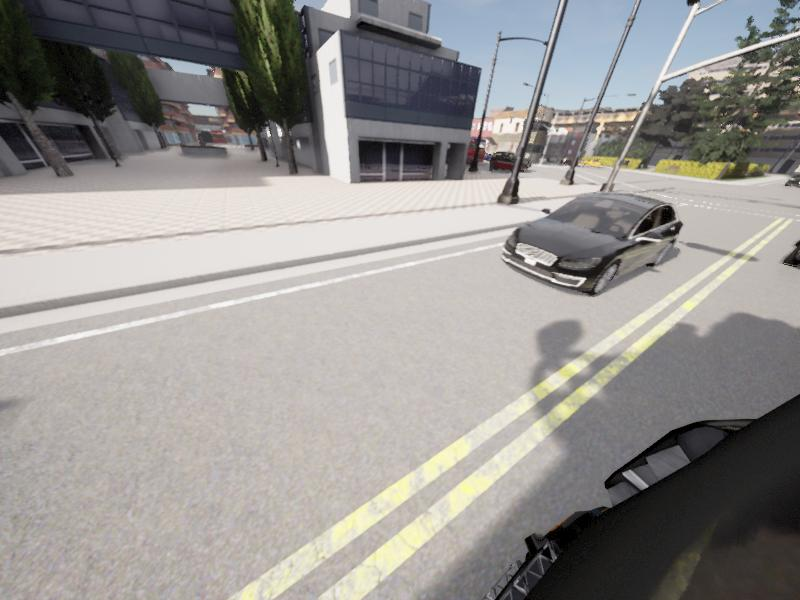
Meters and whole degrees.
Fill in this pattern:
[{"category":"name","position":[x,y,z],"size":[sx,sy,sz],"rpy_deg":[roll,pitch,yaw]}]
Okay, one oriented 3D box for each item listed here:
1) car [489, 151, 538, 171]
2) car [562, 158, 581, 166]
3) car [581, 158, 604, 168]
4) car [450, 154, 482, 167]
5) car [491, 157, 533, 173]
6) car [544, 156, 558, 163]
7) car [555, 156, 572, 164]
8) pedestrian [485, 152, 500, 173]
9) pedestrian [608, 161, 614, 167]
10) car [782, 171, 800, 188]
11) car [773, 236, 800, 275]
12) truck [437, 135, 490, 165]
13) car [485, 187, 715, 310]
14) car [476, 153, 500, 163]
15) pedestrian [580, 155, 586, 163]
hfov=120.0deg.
[{"category":"car","position":[15.529,-19.353,32.100],"size":[2.150,2.045,5.566],"rpy_deg":[-17,39,-26]},{"category":"car","position":[39.139,-31.619,52.836],"size":[1.970,1.475,3.806],"rpy_deg":[10,34,11]},{"category":"car","position":[42.127,-30.108,50.702],"size":[1.801,1.575,5.366],"rpy_deg":[10,34,10]},{"category":"car","position":[9.736,-20.819,34.426],"size":[1.994,1.385,4.181],"rpy_deg":[-16,39,-26]},{"category":"car","position":[13.828,-16.899,28.839],"size":[1.816,1.474,4.193],"rpy_deg":[-16,39,-26]},{"category":"car","position":[43.074,-40.165,65.922],"size":[1.970,1.475,3.806],"rpy_deg":[10,34,10]},{"category":"car","position":[46.686,-40.114,65.983],"size":[2.152,1.651,5.027],"rpy_deg":[10,34,10]},{"category":"pedestrian","position":[9.743,-14.457,24.286],"size":[0.751,1.860,0.751],"rpy_deg":[-10,36,-18]},{"category":"pedestrian","position":[46.375,-29.847,50.746],"size":[0.500,1.100,0.500],"rpy_deg":[-11,36,-19]},{"category":"car","position":[48.539,-14.391,27.606],"size":[5.027,1.651,2.152],"rpy_deg":[-16,38,-26]},{"category":"car","position":[11.997,-1.516,5.578],"size":[4.611,1.667,2.242],"rpy_deg":[-16,38,-26]},{"category":"truck","position":[10.297,-25.305,38.825],"size":[2.891,3.827,8.468],"rpy_deg":[-17,39,-26]},{"category":"car","position":[4.502,-1.515,5.179],"size":[4.892,1.490,1.837],"rpy_deg":[-16,38,-26]},{"category":"car","position":[17.570,-28.529,46.306],"size":[1.994,1.385,4.181],"rpy_deg":[-17,39,-26]},{"category":"pedestrian","position":[56.210,-43.261,70.878],"size":[0.751,1.860,0.751],"rpy_deg":[16,36,19]}]
